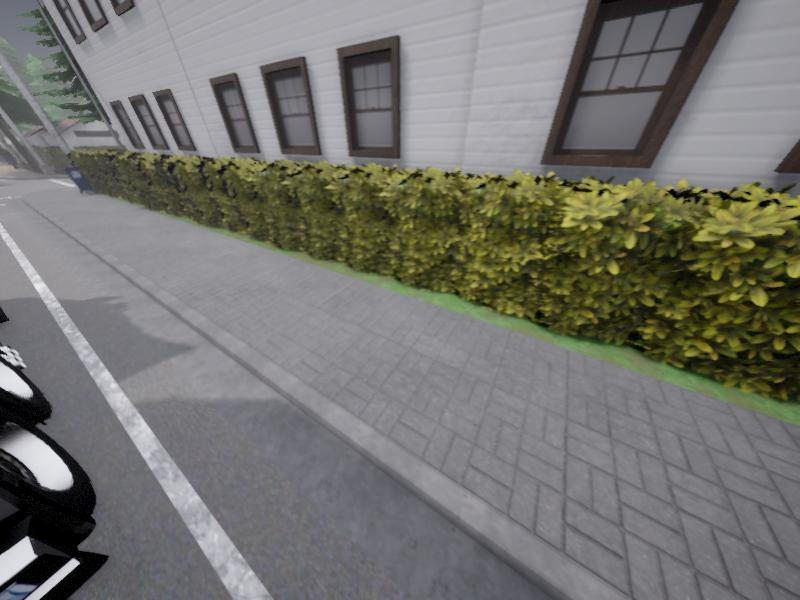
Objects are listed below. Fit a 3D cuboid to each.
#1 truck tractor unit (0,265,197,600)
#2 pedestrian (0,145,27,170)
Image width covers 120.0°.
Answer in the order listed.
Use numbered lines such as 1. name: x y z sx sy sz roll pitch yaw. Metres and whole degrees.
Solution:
1. truck tractor unit: -5.112 -0.301 0.777 6.516 4.208 3.053 18 39 24
2. pedestrian: -34.927 -12.705 20.615 0.751 1.860 0.751 12 37 17
